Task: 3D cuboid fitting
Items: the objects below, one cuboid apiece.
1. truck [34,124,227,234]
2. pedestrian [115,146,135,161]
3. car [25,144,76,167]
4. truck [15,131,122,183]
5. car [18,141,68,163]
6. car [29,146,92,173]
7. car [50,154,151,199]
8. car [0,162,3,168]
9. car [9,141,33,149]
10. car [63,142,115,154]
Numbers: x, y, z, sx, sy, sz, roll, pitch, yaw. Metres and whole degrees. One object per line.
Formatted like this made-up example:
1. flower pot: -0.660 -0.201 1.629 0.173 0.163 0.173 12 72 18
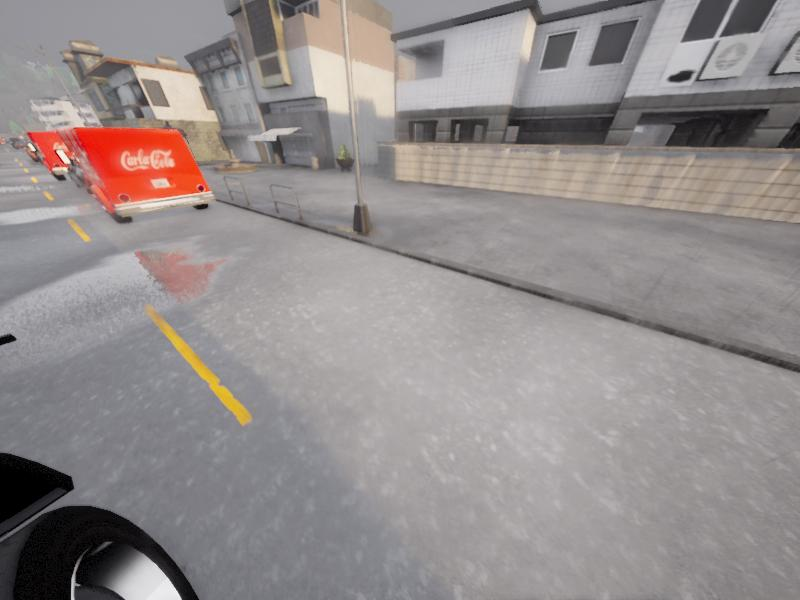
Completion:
1. truck: -9.111 -4.369 7.932 5.204 2.467 2.627 22 41 28
2. pedestrian: -28.840 -15.379 24.249 0.751 1.300 0.751 22 41 28
3. car: -33.055 -13.737 21.846 3.988 1.617 1.851 22 41 28
4. truck: -21.212 -9.284 14.837 5.204 2.467 2.627 22 41 28
5. car: -38.447 -15.999 24.865 4.553 1.767 2.097 22 41 28
6. car: -27.528 -11.462 18.714 4.974 1.542 2.038 22 41 28
7. car: -15.291 -6.438 11.769 5.357 1.411 2.033 22 41 28
8. car: -36.805 -12.320 20.079 4.718 1.301 1.895 22 41 28
9. car: -79.571 -32.531 48.475 4.181 1.385 1.994 21 40 27
10. car: -50.660 -24.929 37.741 1.837 1.490 4.892 29 44 33
